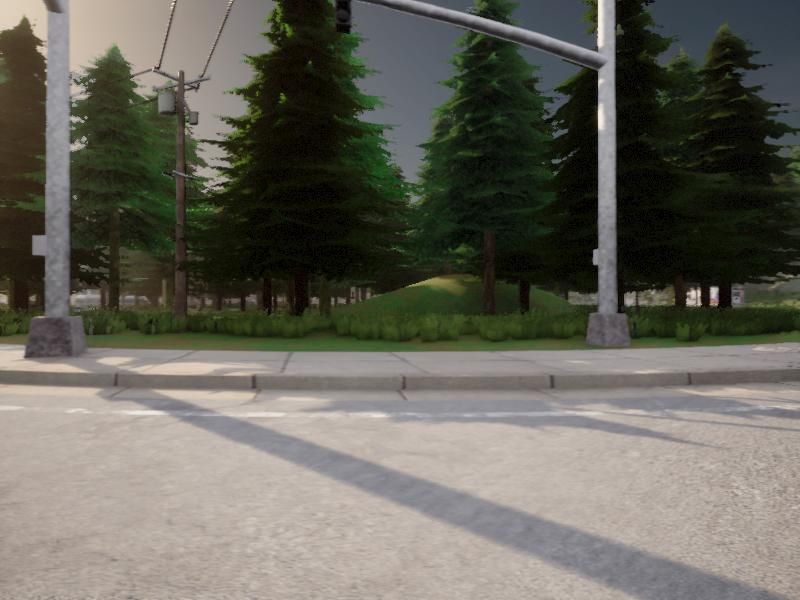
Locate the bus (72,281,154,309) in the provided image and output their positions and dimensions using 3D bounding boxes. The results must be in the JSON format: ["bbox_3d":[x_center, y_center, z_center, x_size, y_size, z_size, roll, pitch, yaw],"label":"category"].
[{"bbox_3d":[-46.525,-0.766,65.338,3.944,4.253,10.273,0,0,23],"label":"bus"}]

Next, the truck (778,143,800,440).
[{"bbox_3d":[6.143,-0.060,2.728,6.274,2.098,2.390,0,0,-17],"label":"truck"}]

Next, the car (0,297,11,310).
[{"bbox_3d":[-52.796,0.491,50.358,2.152,1.651,5.027,0,0,23],"label":"car"}]
